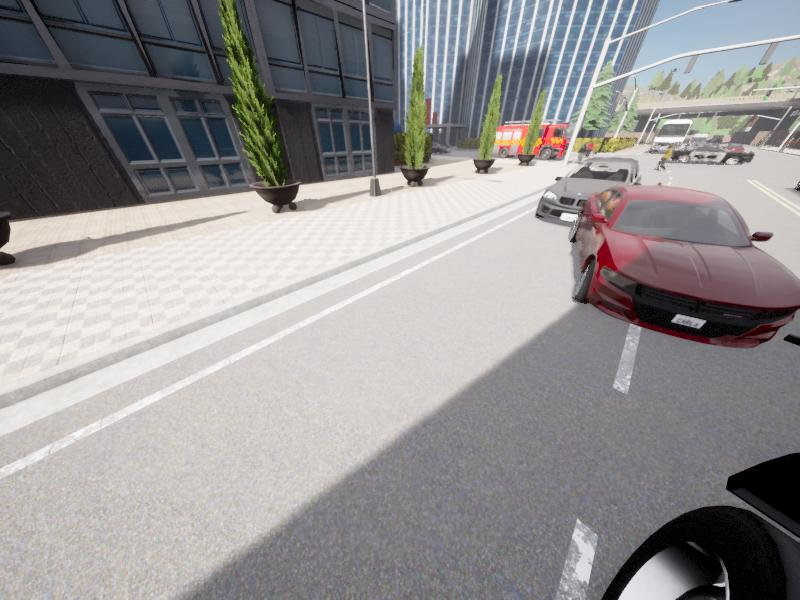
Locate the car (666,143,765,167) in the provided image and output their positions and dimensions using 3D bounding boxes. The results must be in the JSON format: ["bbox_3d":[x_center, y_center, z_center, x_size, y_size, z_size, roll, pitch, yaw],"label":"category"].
[{"bbox_3d":[29.360,-13.788,21.853,5.238,1.638,1.930,29,44,35],"label":"car"}]

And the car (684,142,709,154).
[{"bbox_3d":[46.317,-23.825,36.153,1.812,1.442,4.674,30,45,35],"label":"car"}]

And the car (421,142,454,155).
[{"bbox_3d":[5.808,-24.054,36.645,4.856,1.649,2.033,29,44,36],"label":"car"}]

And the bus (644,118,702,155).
[{"bbox_3d":[43.192,-25.917,36.711,3.944,4.253,10.273,30,45,35],"label":"bus"}]

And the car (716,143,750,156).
[{"bbox_3d":[46.005,-20.857,32.003,4.181,1.385,1.994,-29,44,-34],"label":"car"}]

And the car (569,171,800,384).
[{"bbox_3d":[4.570,-1.216,4.270,1.882,1.535,5.008,18,39,24],"label":"car"}]

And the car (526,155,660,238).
[{"bbox_3d":[6.532,-3.741,7.745,4.611,1.667,2.242,-30,44,-35],"label":"car"}]

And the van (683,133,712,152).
[{"bbox_3d":[51.769,-27.466,40.333,1.988,2.561,5.915,30,45,35],"label":"van"}]

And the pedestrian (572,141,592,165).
[{"bbox_3d":[17.235,-13.906,21.884,0.751,1.860,0.751,-30,45,-35],"label":"pedestrian"}]

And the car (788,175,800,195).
[{"bbox_3d":[19.275,-5.227,9.848,1.789,1.549,3.705,29,45,35],"label":"car"}]

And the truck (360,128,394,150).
[{"bbox_3d":[-5.315,-36.820,52.961,8.468,3.827,2.891,29,45,35],"label":"truck"}]

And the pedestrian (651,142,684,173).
[{"bbox_3d":[19.636,-10.483,17.002,0.751,1.860,0.751,21,40,27],"label":"pedestrian"}]

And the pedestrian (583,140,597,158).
[{"bbox_3d":[24.134,-19.178,29.322,0.751,1.860,0.751,22,41,28],"label":"pedestrian"}]

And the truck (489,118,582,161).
[{"bbox_3d":[15.806,-19.310,27.911,2.891,3.827,8.468,-30,45,-35],"label":"truck"}]
